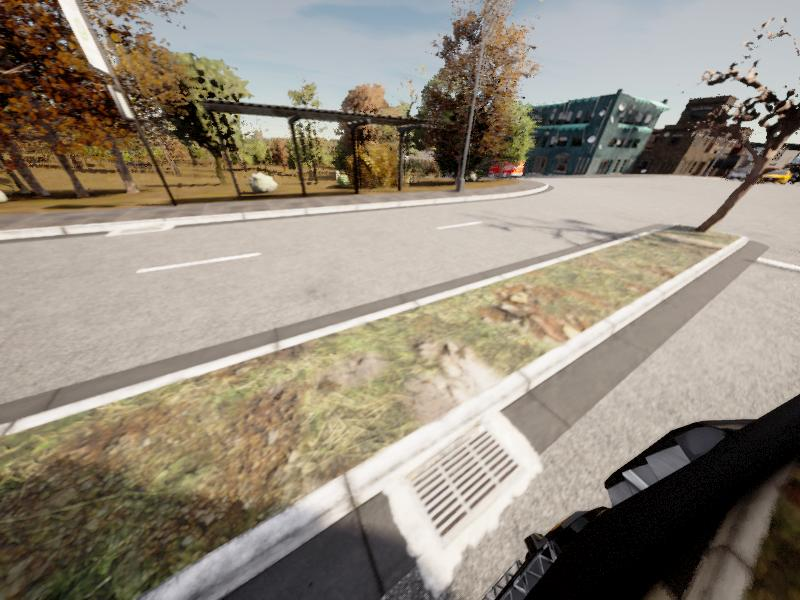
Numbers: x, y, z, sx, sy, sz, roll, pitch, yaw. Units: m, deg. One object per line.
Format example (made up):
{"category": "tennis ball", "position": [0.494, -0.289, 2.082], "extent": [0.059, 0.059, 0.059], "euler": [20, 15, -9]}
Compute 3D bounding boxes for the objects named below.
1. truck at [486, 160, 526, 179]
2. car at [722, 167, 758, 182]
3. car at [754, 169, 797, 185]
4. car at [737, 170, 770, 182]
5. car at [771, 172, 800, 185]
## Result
{"category": "truck", "position": [17.479, -21.621, 38.430], "extent": [2.627, 2.467, 5.204], "euler": [-15, 31, -23]}
{"category": "car", "position": [45.676, -16.846, 31.021], "extent": [3.633, 1.501, 1.845], "euler": [-15, 37, -27]}
{"category": "car", "position": [46.124, -15.088, 28.340], "extent": [5.008, 1.535, 1.882], "euler": [-15, 37, -26]}
{"category": "car", "position": [54.820, -19.208, 35.826], "extent": [4.181, 1.385, 1.994], "euler": [-15, 37, -27]}
{"category": "car", "position": [57.366, -18.052, 34.199], "extent": [4.193, 1.474, 1.816], "euler": [-15, 37, -27]}
